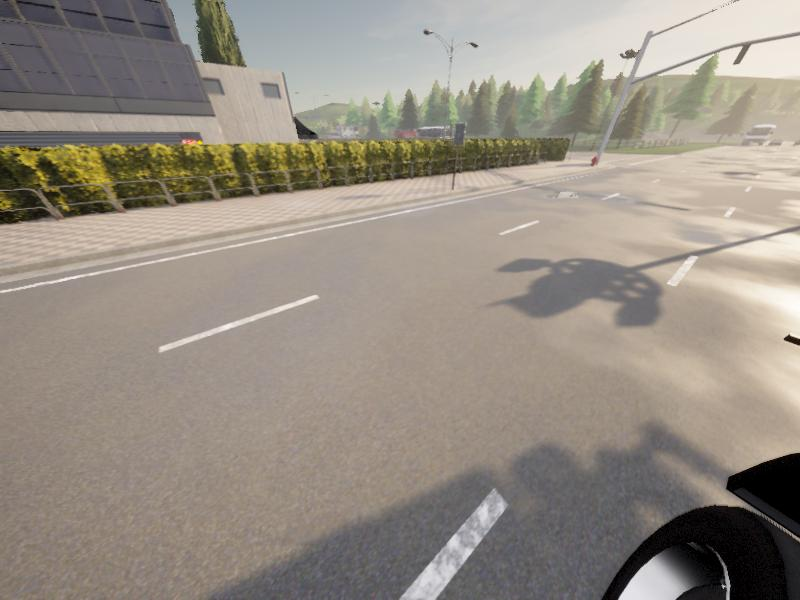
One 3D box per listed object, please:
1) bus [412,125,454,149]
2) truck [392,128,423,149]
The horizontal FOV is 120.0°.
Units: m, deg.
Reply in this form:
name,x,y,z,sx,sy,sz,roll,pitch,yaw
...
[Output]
name,x,y,z,sx,sy,sz,roll,pitch,yaw
bus,7.577,-38.839,55.179,3.944,4.253,10.273,-22,41,-28
truck,1.691,-40.096,57.381,2.891,3.827,8.468,-22,41,-28
